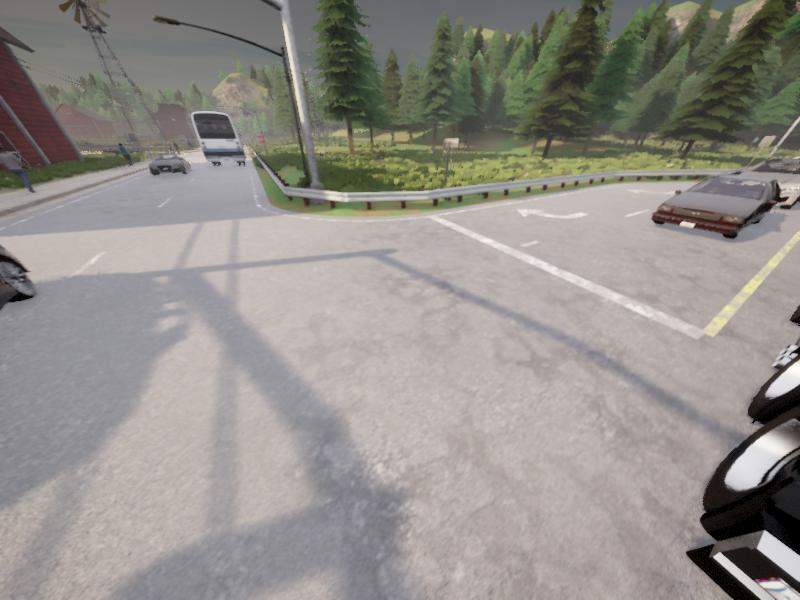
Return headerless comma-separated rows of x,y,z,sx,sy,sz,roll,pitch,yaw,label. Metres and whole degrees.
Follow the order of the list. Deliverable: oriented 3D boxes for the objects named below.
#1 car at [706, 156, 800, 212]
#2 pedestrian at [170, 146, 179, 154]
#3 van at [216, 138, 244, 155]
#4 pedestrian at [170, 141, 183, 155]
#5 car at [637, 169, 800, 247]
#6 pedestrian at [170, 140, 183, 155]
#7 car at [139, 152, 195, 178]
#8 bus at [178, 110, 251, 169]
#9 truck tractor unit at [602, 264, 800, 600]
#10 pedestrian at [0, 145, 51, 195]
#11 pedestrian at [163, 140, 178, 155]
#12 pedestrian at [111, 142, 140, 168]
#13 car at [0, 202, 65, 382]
16.720,-5.338,10.358,4.611,1.667,2.242,-18,39,-24,car
-36.832,-24.447,37.665,0.500,1.100,0.500,-7,36,-11,pedestrian
-30.550,-27.649,41.475,2.351,2.431,6.366,-25,42,-32,van
-37.141,-25.236,38.399,0.751,1.860,0.751,-14,37,-19,pedestrian
10.556,-3.228,7.510,5.357,1.411,2.033,-18,39,-24,car
-34.439,-23.444,35.574,0.751,1.860,0.751,-23,41,-30,pedestrian
-17.755,-10.543,17.875,1.994,1.385,4.181,-17,39,-24,car
-19.063,-17.073,24.742,3.944,4.253,10.273,-17,38,-24,bus
5.106,-0.307,0.781,6.516,4.208,3.053,-18,39,-24,truck tractor unit
-17.205,-5.833,10.357,0.751,1.860,0.751,-20,40,-27,pedestrian
-34.536,-22.892,34.779,0.751,1.860,0.751,13,37,18,pedestrian
-23.806,-12.609,20.060,0.751,1.860,0.751,-18,39,-24,pedestrian
-6.099,0.252,2.291,2.128,1.511,4.902,-27,43,-34,car
